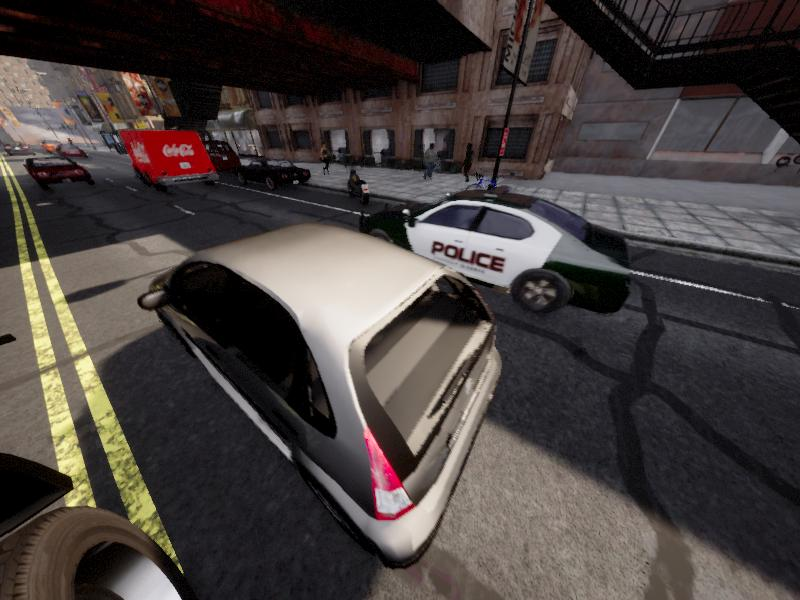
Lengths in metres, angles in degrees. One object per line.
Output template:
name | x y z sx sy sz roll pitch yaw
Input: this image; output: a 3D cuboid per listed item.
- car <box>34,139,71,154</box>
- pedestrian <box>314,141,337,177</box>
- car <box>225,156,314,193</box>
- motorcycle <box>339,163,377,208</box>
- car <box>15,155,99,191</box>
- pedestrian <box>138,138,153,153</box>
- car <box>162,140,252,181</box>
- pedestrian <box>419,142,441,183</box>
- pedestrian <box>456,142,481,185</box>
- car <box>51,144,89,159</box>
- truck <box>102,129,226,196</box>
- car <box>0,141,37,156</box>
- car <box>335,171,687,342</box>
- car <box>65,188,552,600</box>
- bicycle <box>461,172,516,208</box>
car | -54.679 -24.203 36.337 4.553 1.767 2.097 20 40 25
pedestrian | -4.686 -8.884 14.549 0.751 1.860 0.751 19 39 25
car | -7.118 -6.968 12.607 4.718 1.301 1.895 22 41 28
motorcycle | -1.769 -4.767 9.504 0.764 1.277 2.356 -15 38 -21
car | -19.125 -7.184 12.855 4.718 1.301 1.895 22 41 28
pedestrian | -37.303 -22.657 33.877 0.751 1.860 0.751 30 45 35
car | -13.208 -9.702 15.812 5.566 2.045 2.435 22 41 28
pedestrian | 1.650 -7.620 12.794 0.751 1.860 0.751 -29 44 -35
pedestrian | 3.614 -7.237 12.262 0.751 1.860 0.751 19 39 24
car | -41.382 -18.684 28.958 4.181 1.385 1.994 22 41 28
truck | -12.245 -7.328 12.079 5.204 2.467 2.627 22 41 28
car | -54.214 -21.483 32.704 4.611 1.667 2.242 22 41 28
car | 1.334 -1.369 4.531 4.974 1.542 2.038 22 41 28
car | -1.093 0.076 2.402 3.988 1.617 1.851 22 41 28
bicycle | 3.217 -4.069 8.519 1.643 1.024 0.373 22 31 28
